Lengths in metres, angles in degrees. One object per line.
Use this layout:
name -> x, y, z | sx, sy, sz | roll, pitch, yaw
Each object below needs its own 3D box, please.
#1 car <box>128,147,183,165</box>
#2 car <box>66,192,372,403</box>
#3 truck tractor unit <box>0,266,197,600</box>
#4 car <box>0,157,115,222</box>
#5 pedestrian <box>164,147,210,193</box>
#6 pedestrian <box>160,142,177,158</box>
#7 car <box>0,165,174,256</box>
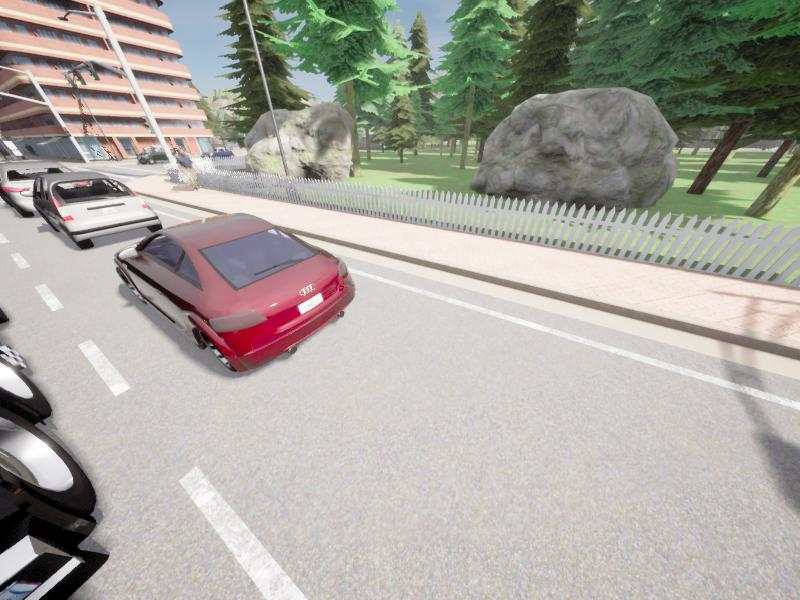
car -> -27.804, -16.504, 26.449 | 1.789, 1.549, 3.705 | 11, 36, 15
car -> -2.772, -0.594, 3.675 | 4.181, 1.385, 1.994 | 20, 40, 26
truck tractor unit -> -5.114, -0.298, 0.774 | 6.516, 4.208, 3.053 | 18, 39, 24
car -> -14.322, -4.609, 9.261 | 4.611, 1.667, 2.242 | 19, 39, 25
pedestrian -> -10.157, -6.222, 11.073 | 0.751, 1.860, 0.751 | 18, 39, 25
pedestrian -> -32.401, -21.003, 32.368 | 0.751, 1.860, 0.751 | 11, 37, 16
car -> -8.951, -2.772, 6.639 | 3.988, 1.617, 1.851 | 18, 39, 25
